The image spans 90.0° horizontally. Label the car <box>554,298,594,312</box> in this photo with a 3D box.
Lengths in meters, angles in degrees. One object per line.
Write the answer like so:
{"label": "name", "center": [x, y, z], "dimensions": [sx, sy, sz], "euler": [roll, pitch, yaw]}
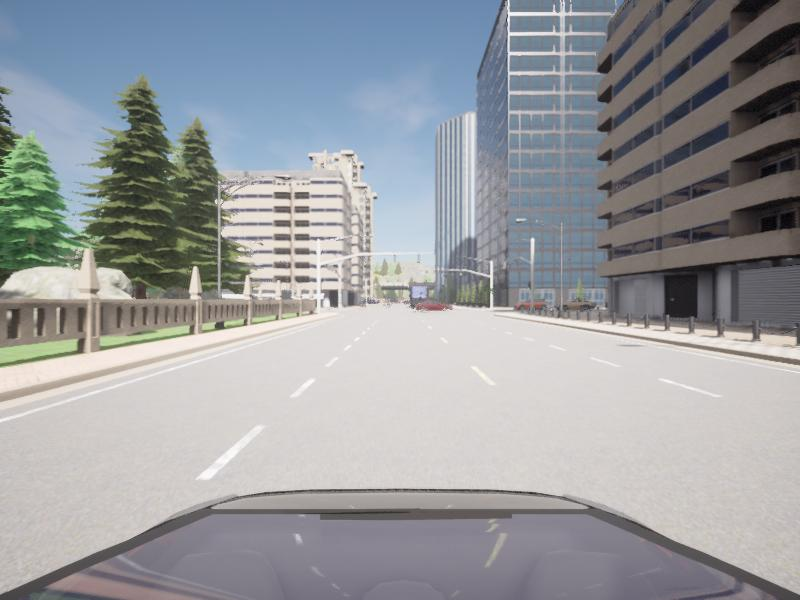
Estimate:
{"label": "car", "center": [23.507, 0.613, 54.163], "dimensions": [4.605, 1.855, 1.932], "euler": [0, 0, 0]}

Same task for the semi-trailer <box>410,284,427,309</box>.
{"label": "semi-trailer", "center": [3.495, -0.597, 79.287], "dimensions": [2.717, 4.402, 14.254], "euler": [0, 0, 0]}

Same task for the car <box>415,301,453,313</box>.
{"label": "car", "center": [4.274, 0.850, 50.772], "dimensions": [4.674, 1.442, 1.812], "euler": [0, 0, 0]}

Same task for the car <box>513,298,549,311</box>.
{"label": "car", "center": [18.819, 0.656, 57.705], "dimensions": [4.553, 1.767, 2.097], "euler": [0, 0, 1]}
